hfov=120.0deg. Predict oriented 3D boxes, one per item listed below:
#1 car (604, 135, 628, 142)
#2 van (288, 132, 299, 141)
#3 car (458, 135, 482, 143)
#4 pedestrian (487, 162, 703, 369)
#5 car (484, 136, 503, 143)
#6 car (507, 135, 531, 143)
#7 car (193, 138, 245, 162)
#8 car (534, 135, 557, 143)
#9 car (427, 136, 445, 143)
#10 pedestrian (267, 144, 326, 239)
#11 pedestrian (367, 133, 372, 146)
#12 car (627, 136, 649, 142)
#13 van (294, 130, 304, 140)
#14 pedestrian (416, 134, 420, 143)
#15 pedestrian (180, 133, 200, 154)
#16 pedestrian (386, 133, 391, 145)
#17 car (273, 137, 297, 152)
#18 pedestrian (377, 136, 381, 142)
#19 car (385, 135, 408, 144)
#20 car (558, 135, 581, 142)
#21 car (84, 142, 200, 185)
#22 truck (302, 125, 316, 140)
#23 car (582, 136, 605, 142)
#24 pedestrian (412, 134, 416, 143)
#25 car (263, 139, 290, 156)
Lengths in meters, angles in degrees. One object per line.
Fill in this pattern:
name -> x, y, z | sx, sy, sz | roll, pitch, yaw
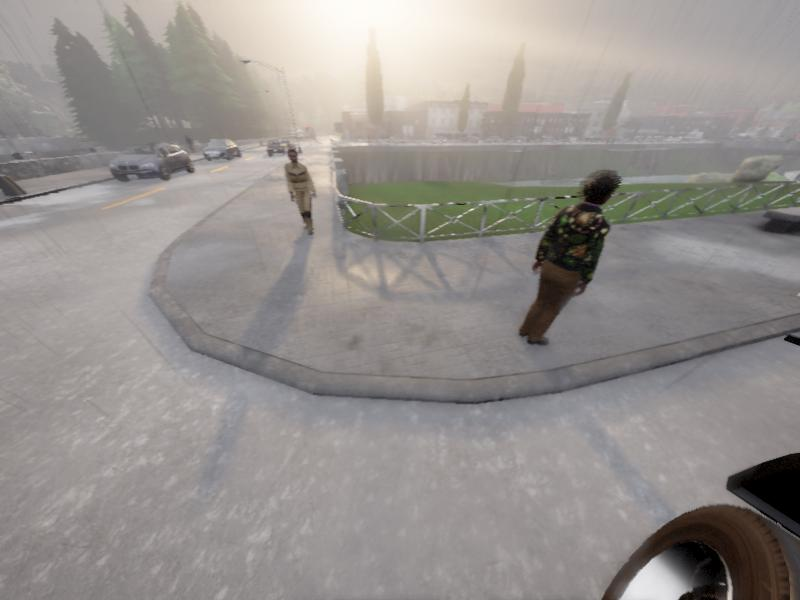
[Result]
car -> 62.796, -46.979, 67.265 | 5.238, 1.638, 1.930 | -8, 37, -11
van -> -30.104, -46.288, 65.392 | 2.069, 2.038, 4.480 | -8, 37, -11
car -> 17.686, -40.569, 58.183 | 5.238, 1.638, 1.930 | -8, 37, -11
pedestrian -> 1.644, -0.277, 2.358 | 0.751, 1.860, 0.751 | -10, 37, -14
car -> 24.026, -41.403, 59.507 | 3.806, 1.475, 1.970 | -8, 37, -11
car -> 31.310, -42.504, 60.925 | 5.238, 1.638, 1.930 | -8, 37, -11
car -> -16.795, -14.216, 21.816 | 2.033, 1.649, 4.856 | -8, 36, -11
car -> 39.321, -43.645, 62.536 | 4.856, 1.649, 2.033 | -8, 37, -11
car -> 8.846, -39.246, 56.450 | 3.806, 1.475, 1.970 | -8, 37, -11
pedestrian -> -2.297, -2.482, 5.373 | 0.751, 1.860, 0.751 | -9, 37, -12
pedestrian -> -5.583, -29.721, 42.751 | 0.751, 1.860, 0.751 | -8, 37, -11
car -> 70.881, -48.072, 68.934 | 4.892, 1.490, 1.837 | -8, 37, -11
van -> -33.902, -55.611, 77.698 | 1.988, 2.561, 5.915 | -8, 37, -11
pedestrian -> 4.402, -39.434, 56.314 | 0.751, 1.860, 0.751 | -24, 43, -30
pedestrian -> -23.489, -17.474, 25.825 | 0.751, 1.860, 0.751 | -6, 37, -9
pedestrian -> -2.287, -31.792, 45.614 | 0.751, 1.860, 0.751 | -9, 37, -12
car -> -15.789, -21.618, 32.058 | 2.038, 1.542, 4.974 | -8, 37, -11
pedestrian -> -5.328, -41.123, 58.892 | 0.751, 1.300, 0.751 | -7, 37, -10
car -> -0.736, -37.943, 54.478 | 5.027, 1.651, 2.152 | -8, 37, -11
car -> 47.058, -44.722, 64.111 | 4.974, 1.542, 2.038 | -8, 37, -11
car -> -14.210, -8.022, 13.293 | 2.242, 1.667, 4.611 | -8, 37, -11
truck -> -28.227, -52.401, 72.268 | 2.891, 3.827, 8.468 | -8, 37, -11
car -> 54.929, -45.819, 65.712 | 5.008, 1.535, 1.882 | -8, 37, -11
pedestrian -> 3.445, -39.703, 56.677 | 0.751, 1.860, 0.751 | 28, 44, 33
car -> -14.216, -17.816, 26.898 | 1.816, 1.474, 4.193 | -8, 37, -11
